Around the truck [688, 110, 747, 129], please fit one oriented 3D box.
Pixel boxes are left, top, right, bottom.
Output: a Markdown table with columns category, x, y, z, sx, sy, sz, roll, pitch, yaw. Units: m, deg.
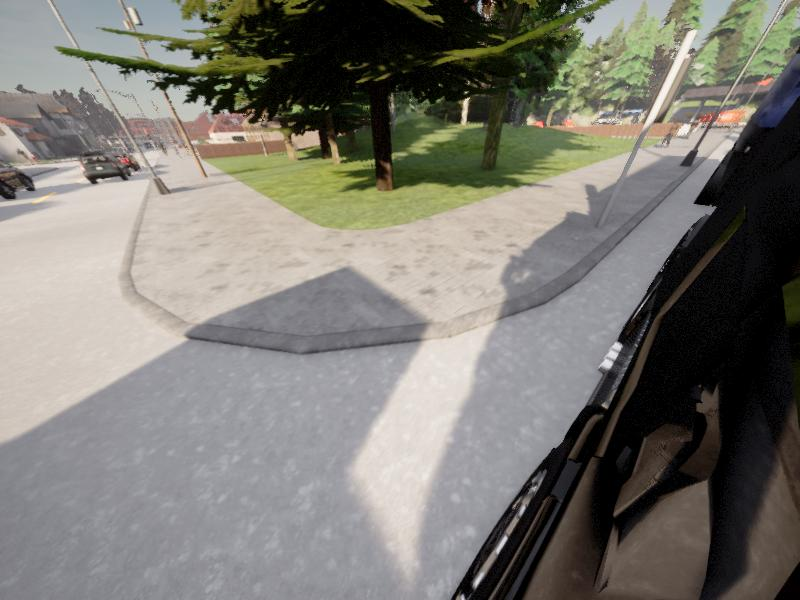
| category | x | y | z | sx | sy | sz | roll | pitch | yaw |
| --- | --- | --- | --- | --- | --- | --- | --- | --- | --- |
| truck | 57.135 | -32.484 | 41.709 | 2.627 | 2.467 | 5.204 | -14 | 38 | -18 |

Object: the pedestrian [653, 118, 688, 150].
| category | x | y | z | sx | sy | sz | roll | pitch | yaw |
| --- | --- | --- | --- | --- | --- | --- | --- | --- | --- |
| pedestrian | 20.300 | -12.459 | 17.363 | 0.751 | 1.860 | 0.751 | -12 | 38 | -13 |

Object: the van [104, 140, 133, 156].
| category | x | y | z | sx | sy | sz | roll | pitch | yaw |
| --- | --- | --- | --- | --- | --- | --- | --- | --- | --- |
| van | -57.882 | -31.432 | 47.673 | 2.351 | 2.431 | 6.366 | -28 | 44 | -30 |

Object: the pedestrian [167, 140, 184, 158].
| category | x | y | z | sx | sy | sz | roll | pitch | yaw |
| --- | --- | --- | --- | --- | --- | --- | --- | --- | --- |
| pedestrian | -29.252 | -19.731 | 30.130 | 0.751 | 1.860 | 0.751 | -32 | 46 | -33 |

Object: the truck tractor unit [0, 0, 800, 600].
| category | x | y | z | sx | sy | sz | roll | pitch | yaw |
| --- | --- | --- | --- | --- | --- | --- | --- | --- | --- |
| truck tractor unit | 2.645 | -0.295 | 0.351 | 6.516 | 4.208 | 3.053 | -28 | 44 | -30 |

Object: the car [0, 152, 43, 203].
| category | x | y | z | sx | sy | sz | roll | pitch | yaw |
| --- | --- | --- | --- | --- | --- | --- | --- | --- | --- |
| car | -20.961 | -6.097 | 11.529 | 1.932 | 1.855 | 4.605 | -28 | 44 | -30 |

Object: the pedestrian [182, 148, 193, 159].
| category | x | y | z | sx | sy | sz | roll | pitch | yaw |
| --- | --- | --- | --- | --- | --- | --- | --- | --- | --- |
| pedestrian | -25.073 | -17.280 | 27.224 | 0.500 | 1.100 | 0.500 | -31 | 45 | -33 |

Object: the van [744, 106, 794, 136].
| category | x | y | z | sx | sy | sz | roll | pitch | yaw |
| --- | --- | --- | --- | --- | --- | --- | --- | --- | --- |
| van | 43.789 | -21.345 | 27.505 | 5.915 | 2.561 | 1.988 | -28 | 44 | -29 |

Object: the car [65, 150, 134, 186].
| category | x | y | z | sx | sy | sz | roll | pitch | yaw |
| --- | --- | --- | --- | --- | --- | --- | --- | --- | --- |
| car | -19.894 | -8.981 | 15.562 | 1.851 | 1.617 | 3.988 | -28 | 43 | -30 |

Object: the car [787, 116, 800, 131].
| category | x | y | z | sx | sy | sz | roll | pitch | yaw |
| --- | --- | --- | --- | --- | --- | --- | --- | --- | --- |
| car | 53.173 | -22.993 | 29.995 | 4.974 | 1.542 | 2.038 | -32 | 45 | -33 |

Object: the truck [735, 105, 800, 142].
| category | x | y | z | sx | sy | sz | roll | pitch | yaw |
| --- | --- | --- | --- | --- | --- | --- | --- | --- | --- |
| truck | 34.127 | -16.244 | 21.317 | 5.204 | 2.467 | 2.627 | -27 | 43 | -30 |

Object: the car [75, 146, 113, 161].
| category | x | y | z | sx | sy | sz | roll | pitch | yaw |
| --- | --- | --- | --- | --- | --- | --- | --- | --- | --- |
| car | -45.012 | -21.627 | 34.104 | 1.789 | 1.549 | 3.705 | -17 | 39 | -19 |

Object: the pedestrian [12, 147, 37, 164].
| category | x | y | z | sx | sy | sz | roll | pitch | yaw |
| --- | --- | --- | --- | --- | --- | --- | --- | --- | --- |
| pedestrian | -48.655 | -18.711 | 29.949 | 0.751 | 1.860 | 0.751 | 25 | 45 | 32 |

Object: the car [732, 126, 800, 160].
| category | x | y | z | sx | sy | sz | roll | pitch | yaw |
| --- | --- | --- | --- | --- | --- | --- | --- | --- | --- |
| car | 22.181 | -9.477 | 13.874 | 4.181 | 1.385 | 1.994 | -28 | 43 | -30 |

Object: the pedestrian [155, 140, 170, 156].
| category | x | y | z | sx | sy | sz | roll | pitch | yaw |
| --- | --- | --- | --- | --- | --- | --- | --- | --- | --- |
| pedestrian | -35.003 | -22.438 | 34.114 | 0.751 | 1.860 | 0.751 | -24 | 42 | -26 |

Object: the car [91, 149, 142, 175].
| category | x | y | z | sx | sy | sz | roll | pitch | yaw |
| --- | --- | --- | --- | --- | --- | --- | --- | --- | --- |
| car | -23.960 | -11.863 | 19.744 | 2.007 | 1.525 | 4.514 | -29 | 44 | -31 |

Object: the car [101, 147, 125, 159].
| category | x | y | z | sx | sy | sz | roll | pitch | yaw |
| --- | --- | --- | --- | --- | --- | --- | --- | --- | --- |
| car | -50.279 | -25.860 | 40.530 | 1.816 | 1.474 | 4.193 | -28 | 44 | -30 |

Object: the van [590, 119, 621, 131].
| category | x | y | z | sx | sy | sz | roll | pitch | yaw |
| --- | --- | --- | --- | --- | --- | --- | --- | --- | --- |
| van | 46.844 | -39.927 | 52.683 | 2.069 | 2.038 | 4.480 | -28 | 43 | -30 |

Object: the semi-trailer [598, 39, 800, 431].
| category | x | y | z | sx | sy | sz | roll | pitch | yaw |
| --- | --- | --- | --- | --- | --- | --- | --- | --- | --- |
| semi-trailer | 8.676 | -3.611 | 4.265 | 14.254 | 4.402 | 2.717 | -28 | 44 | -30 |

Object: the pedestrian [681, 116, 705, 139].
| category | x | y | z | sx | sy | sz | roll | pitch | yaw |
| --- | --- | --- | --- | --- | --- | --- | --- | --- | --- |
| pedestrian | 30.693 | -18.043 | 24.227 | 0.751 | 1.860 | 0.751 | 21 | 43 | 29 |
